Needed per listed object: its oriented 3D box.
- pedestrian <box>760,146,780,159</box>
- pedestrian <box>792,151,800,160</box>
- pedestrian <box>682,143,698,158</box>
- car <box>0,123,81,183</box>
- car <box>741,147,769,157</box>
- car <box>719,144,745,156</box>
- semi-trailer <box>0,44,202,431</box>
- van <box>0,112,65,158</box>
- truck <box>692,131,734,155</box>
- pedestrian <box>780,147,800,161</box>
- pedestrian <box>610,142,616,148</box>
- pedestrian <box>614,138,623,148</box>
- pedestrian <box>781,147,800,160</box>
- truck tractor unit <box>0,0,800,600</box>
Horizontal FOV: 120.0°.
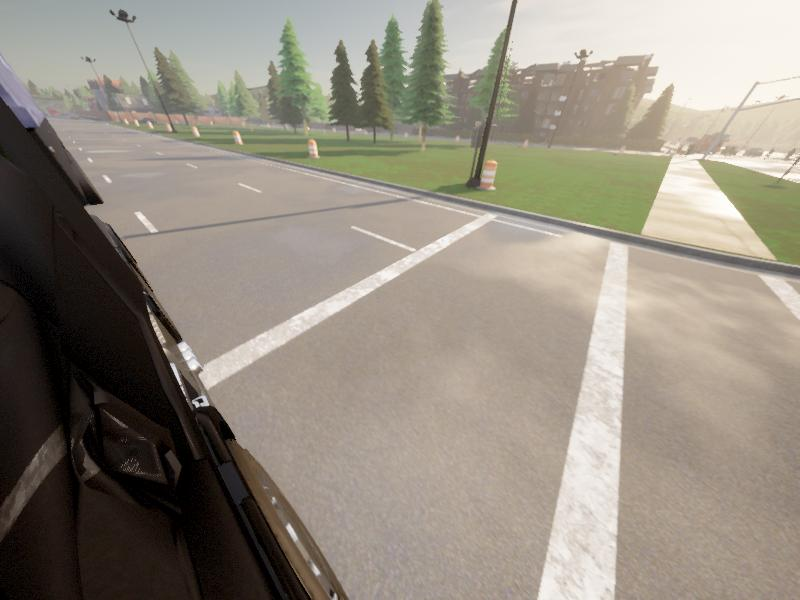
[{"bbox_3d":[64.819,-25.796,40.485,0.751,1.860,0.751,24,42,25],"label":"pedestrian"},{"bbox_3d":[67.635,-24.553,38.752,0.751,1.860,0.751,22,41,24],"label":"pedestrian"},{"bbox_3d":[44.296,-22.869,35.293,0.751,1.860,0.751,32,46,33],"label":"pedestrian"},{"bbox_3d":[-16.036,-6.397,9.815,5.027,1.651,2.152,28,44,30],"label":"car"},{"bbox_3d":[73.935,-30.860,48.140,1.837,1.490,4.892,28,44,30],"label":"car"},{"bbox_3d":[70.980,-32.244,49.491,1.905,1.878,3.866,28,44,30],"label":"car"},{"bbox_3d":[-8.694,-3.612,4.224,14.254,4.402,2.717,28,44,30],"label":"semi-trailer"},{"bbox_3d":[-22.367,-9.941,13.821,4.442,1.987,1.775,28,44,30],"label":"van"},{"bbox_3d":[68.543,-34.602,50.851,2.891,3.827,8.468,28,44,30],"label":"truck"},{"bbox_3d":[66.844,-24.993,39.544,0.751,1.860,0.751,28,44,30],"label":"pedestrian"},{"bbox_3d":[47.781,-34.876,51.885,0.500,1.100,0.500,29,44,30],"label":"pedestrian"},{"bbox_3d":[48.019,-34.509,50.777,0.751,1.860,0.751,30,45,32],"label":"pedestrian"},{"bbox_3d":[68.188,-25.462,40.252,0.751,1.860,0.751,29,44,30],"label":"pedestrian"},{"bbox_3d":[-2.645,-0.295,0.351,6.516,4.208,3.053,28,44,30],"label":"truck tractor unit"}]
